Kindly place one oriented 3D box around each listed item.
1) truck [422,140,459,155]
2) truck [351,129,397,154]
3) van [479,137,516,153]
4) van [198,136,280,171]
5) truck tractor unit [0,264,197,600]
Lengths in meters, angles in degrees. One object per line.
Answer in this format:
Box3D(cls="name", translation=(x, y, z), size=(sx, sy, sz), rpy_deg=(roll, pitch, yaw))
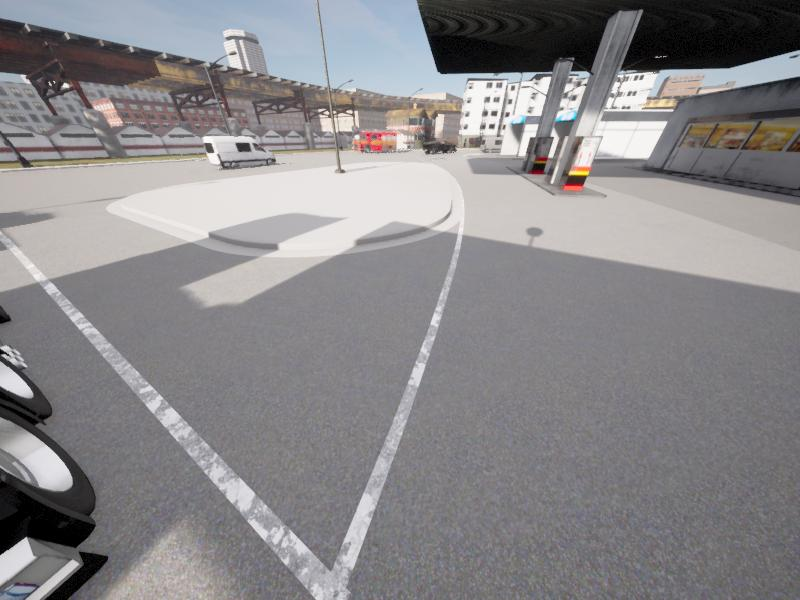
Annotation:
Box3D(cls="truck", translation=(7.202, -27.442, 41.502), size=(6.274, 2.098, 2.390), rpy_deg=(-19, 39, -25))
Box3D(cls="truck", translation=(-4.830, -30.647, 44.682), size=(8.468, 3.827, 2.891), rpy_deg=(-24, 41, -30))
Box3D(cls="van", translation=(18.540, -29.637, 44.184), size=(5.915, 2.561, 1.988), rpy_deg=(-6, 35, -7))
Box3D(cls="van", translation=(-15.514, -14.572, 22.810), size=(1.988, 2.561, 5.915), rpy_deg=(19, 39, 25))
Box3D(cls="truck tractor unit", translation=(-5.110, -0.301, 0.780), size=(6.516, 4.208, 3.053), rpy_deg=(18, 39, 24))
